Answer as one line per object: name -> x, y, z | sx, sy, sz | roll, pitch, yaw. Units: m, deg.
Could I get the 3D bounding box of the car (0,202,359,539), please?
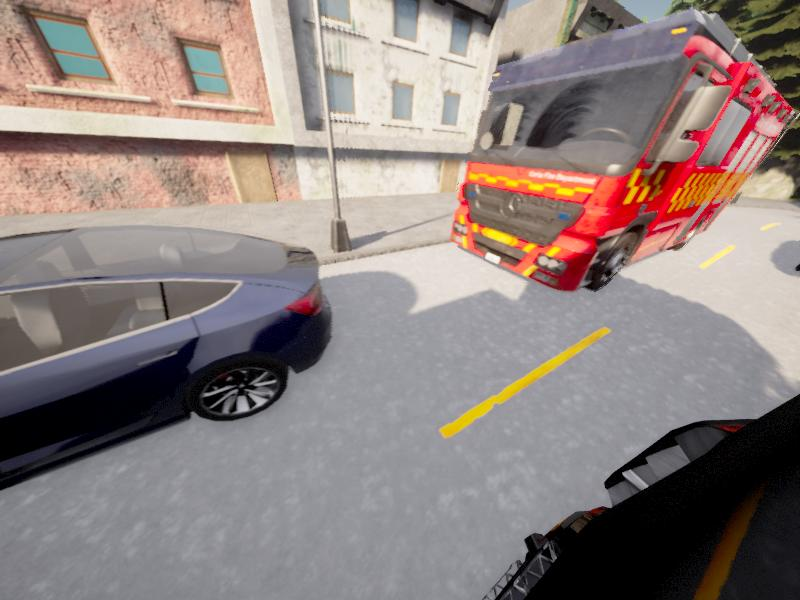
car -> -3.035, 0.359, 1.845 | 4.792, 1.488, 2.163 | -16, 38, -26

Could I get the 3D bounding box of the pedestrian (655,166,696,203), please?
pedestrian -> 16.118, -6.781, 13.554 | 0.751, 1.860, 0.751 | -22, 41, -32

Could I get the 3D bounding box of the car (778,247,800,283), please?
car -> 11.841, -1.273, 5.554 | 5.357, 1.411, 2.033 | -16, 38, -26

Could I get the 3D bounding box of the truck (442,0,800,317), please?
truck -> 5.510, -3.094, 5.605 | 8.468, 3.827, 2.891 | -16, 38, -26
